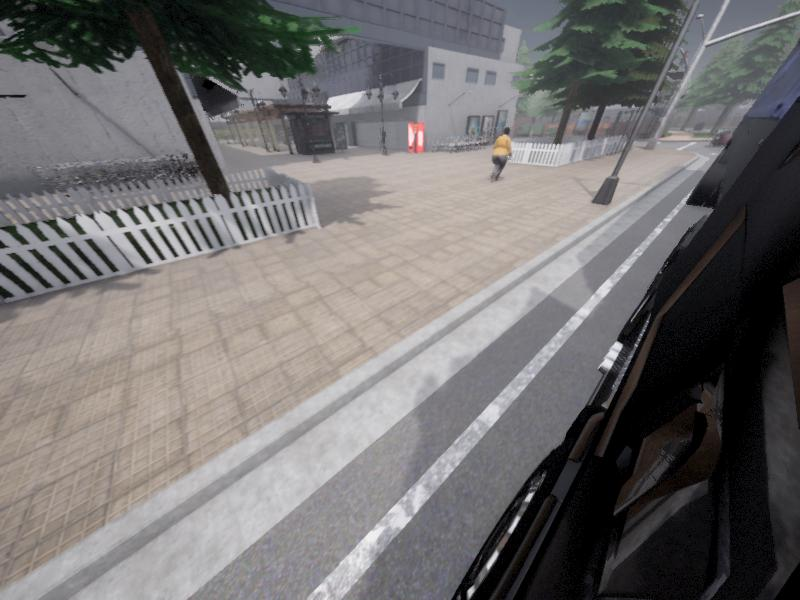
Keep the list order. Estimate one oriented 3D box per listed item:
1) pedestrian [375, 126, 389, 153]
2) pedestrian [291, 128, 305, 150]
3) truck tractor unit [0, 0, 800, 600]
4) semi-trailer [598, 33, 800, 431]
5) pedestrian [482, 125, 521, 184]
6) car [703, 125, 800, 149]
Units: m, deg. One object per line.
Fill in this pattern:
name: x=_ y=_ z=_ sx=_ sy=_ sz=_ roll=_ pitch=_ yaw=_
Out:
pedestrian: x=-1.496 y=-13.673 z=19.686 sx=0.751 sy=1.860 sz=0.751 roll=-28 pitch=44 yaw=-30
pedestrian: x=-10.522 y=-16.654 z=23.900 sx=0.751 sy=1.860 sz=0.751 roll=-3 pitch=37 yaw=-1
truck tractor unit: x=2.645 y=-0.295 z=0.351 sx=6.516 sy=4.208 sz=3.053 roll=-28 pitch=44 yaw=-30
semi-trailer: x=8.645 y=-3.623 z=4.307 sx=14.254 sy=4.402 sz=2.717 roll=-29 pitch=46 yaw=-31
pedestrian: x=3.909 y=-5.654 z=8.998 sx=0.751 sy=1.860 sz=0.751 roll=-31 pitch=46 yaw=-33
car: x=28.256 y=-13.093 z=18.561 sx=4.181 sy=1.385 sz=1.994 roll=13 pitch=40 yaw=18
